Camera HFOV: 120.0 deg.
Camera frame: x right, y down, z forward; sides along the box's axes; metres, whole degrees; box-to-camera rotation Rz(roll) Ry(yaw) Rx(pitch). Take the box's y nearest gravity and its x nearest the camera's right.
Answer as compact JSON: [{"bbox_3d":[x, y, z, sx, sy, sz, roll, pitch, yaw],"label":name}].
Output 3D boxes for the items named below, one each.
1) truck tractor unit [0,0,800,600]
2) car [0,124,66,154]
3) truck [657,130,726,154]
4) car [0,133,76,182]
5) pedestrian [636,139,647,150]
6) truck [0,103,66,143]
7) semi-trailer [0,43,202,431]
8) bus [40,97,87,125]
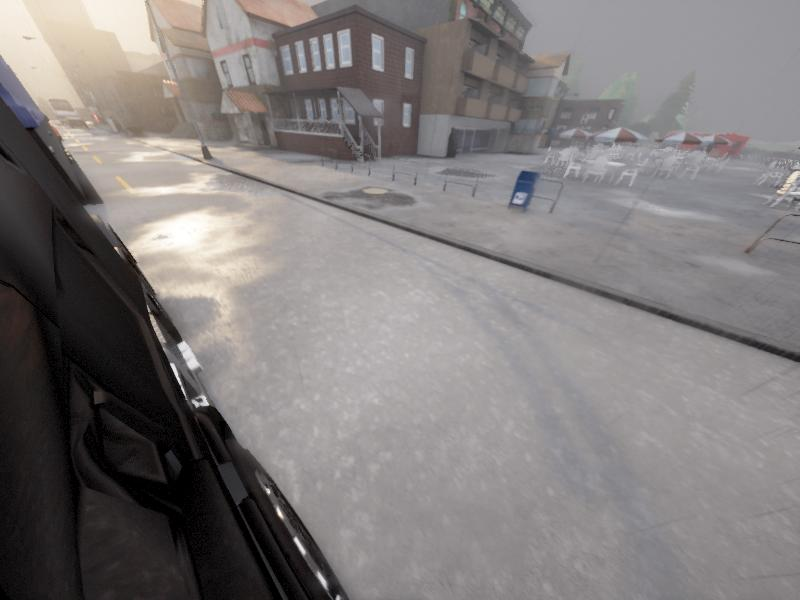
[{"bbox_3d":[-2.645,-0.295,0.351,6.516,4.208,3.053,28,44,30],"label":"truck tractor unit"},{"bbox_3d":[-24.272,-10.673,15.240,4.181,1.385,1.994,28,44,30],"label":"car"},{"bbox_3d":[64.224,-35.309,51.396,8.468,3.827,2.891,28,44,30],"label":"truck"},{"bbox_3d":[-16.079,-6.272,9.938,4.718,1.301,1.895,28,44,30],"label":"car"},{"bbox_3d":[49.344,-31.768,47.242,0.751,1.860,0.751,28,44,30],"label":"pedestrian"},{"bbox_3d":[-31.525,-14.989,19.639,5.204,2.467,2.627,28,44,30],"label":"truck"},{"bbox_3d":[-8.701,-3.602,4.228,14.254,4.402,2.717,28,44,30],"label":"semi-trailer"},{"bbox_3d":[-73.969,-41.431,50.777,10.273,4.253,3.944,28,44,30],"label":"bus"}]
